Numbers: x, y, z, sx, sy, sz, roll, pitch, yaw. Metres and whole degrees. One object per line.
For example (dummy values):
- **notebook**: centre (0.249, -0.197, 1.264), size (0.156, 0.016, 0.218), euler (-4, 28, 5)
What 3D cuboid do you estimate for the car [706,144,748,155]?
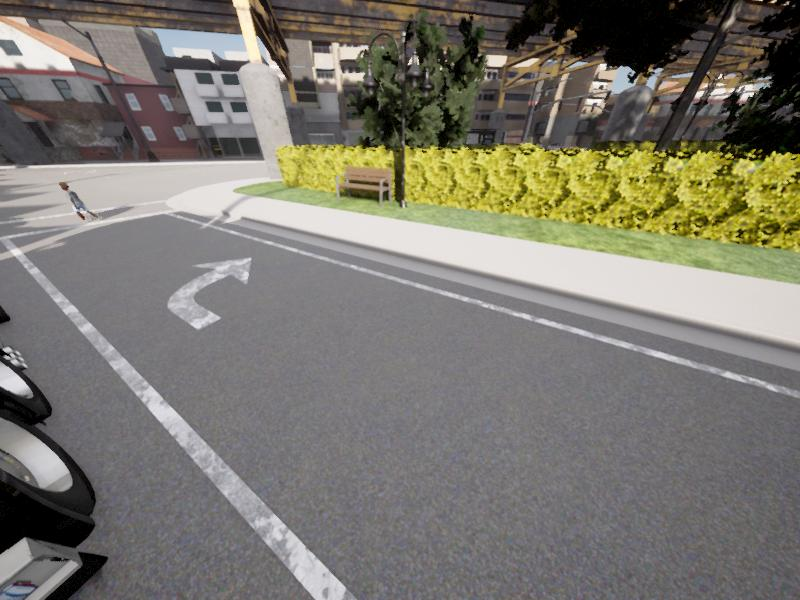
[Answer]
- **car**: centre (52.360, -24.125, 37.058), size (4.181, 1.385, 1.994), euler (-8, 36, -12)

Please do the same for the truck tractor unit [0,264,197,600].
- **truck tractor unit**: centre (-5.115, -0.294, 0.789), size (6.516, 4.208, 3.053), euler (18, 39, 24)

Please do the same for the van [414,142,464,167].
- **van**: centre (3.886, -14.947, 23.616), size (4.480, 2.038, 2.069), euler (-8, 36, -12)

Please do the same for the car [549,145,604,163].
- **car**: centre (20.840, -17.340, 27.346), size (5.366, 1.575, 1.801), euler (-9, 36, -12)

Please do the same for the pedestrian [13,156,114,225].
- **pedestrian**: centre (-10.568, -3.481, 7.384), size (0.751, 1.860, 0.751), euler (-6, 35, -9)

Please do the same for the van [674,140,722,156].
- **van**: centre (45.647, -23.379, 35.444), size (4.480, 2.038, 2.069), euler (-9, 36, -12)

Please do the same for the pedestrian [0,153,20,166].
- **pedestrian**: centre (-39.376, -14.149, 23.273), size (0.500, 1.100, 0.500), euler (-3, 35, -4)
